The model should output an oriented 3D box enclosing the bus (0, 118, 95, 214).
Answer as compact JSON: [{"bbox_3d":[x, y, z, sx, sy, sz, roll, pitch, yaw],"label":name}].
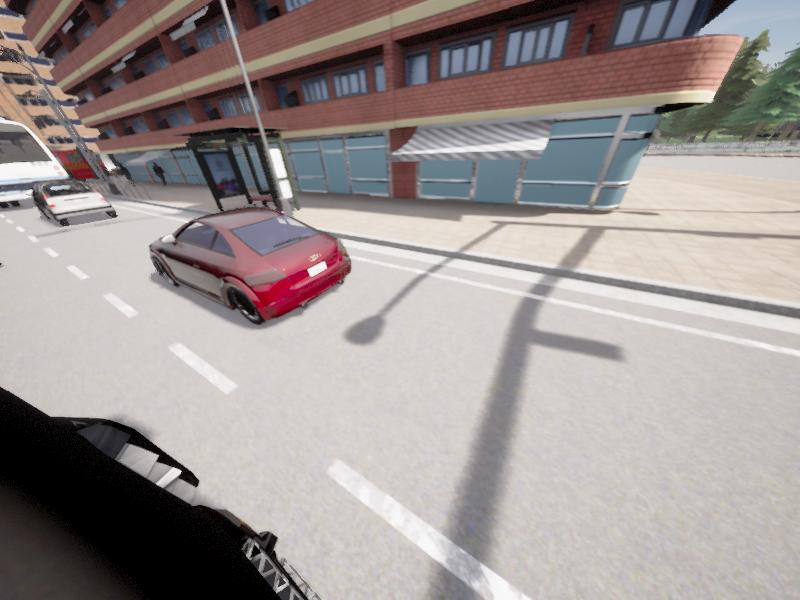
[{"bbox_3d":[-25.594,-8.577,14.853,10.273,4.253,3.944,16,38,26],"label":"bus"}]

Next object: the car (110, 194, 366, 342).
[{"bbox_3d":[-3.011,-1.005,4.437,4.181,1.385,1.994,16,38,26],"label":"car"}]

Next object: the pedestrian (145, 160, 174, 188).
[{"bbox_3d":[-19.155,-10.043,18.431,0.751,1.860,0.751,16,38,26],"label":"pedestrian"}]

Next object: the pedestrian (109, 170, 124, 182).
[{"bbox_3d":[-31.381,-13.726,25.538,0.500,1.100,0.500,16,38,26],"label":"pedestrian"}]

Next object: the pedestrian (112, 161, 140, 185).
[{"bbox_3d":[-25.280,-11.696,21.359,0.751,1.860,0.751,12,36,21],"label":"pedestrian"}]

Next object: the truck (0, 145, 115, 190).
[{"bbox_3d":[-40.343,-15.867,27.266,2.891,3.827,8.468,-6,34,-5],"label":"truck"}]

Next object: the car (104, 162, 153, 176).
[{"bbox_3d":[-45.791,-22.170,39.123,2.033,1.649,4.856,16,38,26],"label":"car"}]

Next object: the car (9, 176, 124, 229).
[{"bbox_3d":[-14.795,-4.479,10.297,3.988,1.617,1.851,16,38,26],"label":"car"}]

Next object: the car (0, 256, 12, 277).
[{"bbox_3d":[-12.199,-1.505,5.606,5.238,1.638,1.930,16,38,26],"label":"car"}]

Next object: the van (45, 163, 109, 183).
[{"bbox_3d":[-43.285,-17.190,31.132,1.775,1.987,4.442,16,38,26],"label":"van"}]

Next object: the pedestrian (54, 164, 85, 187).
[{"bbox_3d":[-32.329,-12.198,22.623,0.751,1.860,0.751,4,34,9],"label":"pedestrian"}]
